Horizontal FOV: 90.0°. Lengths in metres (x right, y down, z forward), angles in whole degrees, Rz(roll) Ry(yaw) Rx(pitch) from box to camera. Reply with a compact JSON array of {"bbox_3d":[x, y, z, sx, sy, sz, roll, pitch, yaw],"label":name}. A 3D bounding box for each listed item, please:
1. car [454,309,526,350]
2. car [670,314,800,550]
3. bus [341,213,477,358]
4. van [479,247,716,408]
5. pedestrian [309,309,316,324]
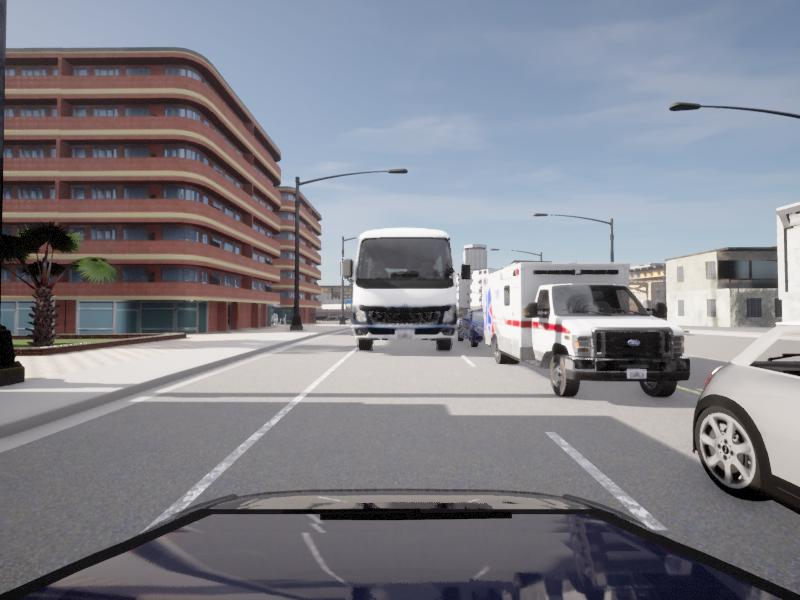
[{"bbox_3d":[3.517,1.107,16.510,1.812,1.442,4.674,0,-2,-1],"label":"car"},{"bbox_3d":[3.537,0.858,1.899,1.970,1.475,3.806,0,0,1],"label":"car"},{"bbox_3d":[0.316,-0.285,16.865,3.944,4.253,10.273,0,-2,1],"label":"bus"},{"bbox_3d":[3.611,0.459,9.232,2.351,2.431,6.366,0,-1,1],"label":"van"},{"bbox_3d":[-11.097,2.110,50.780,0.751,1.860,0.751,0,-1,-6],"label":"pedestrian"}]
